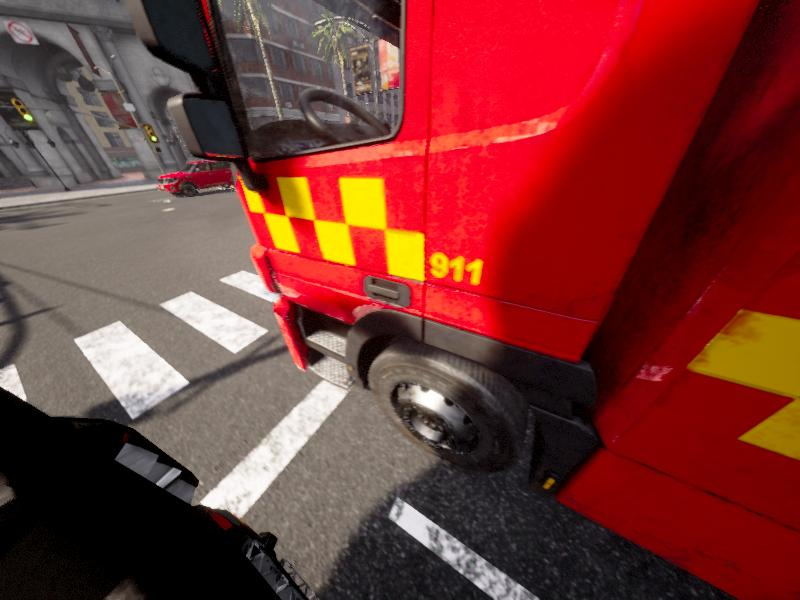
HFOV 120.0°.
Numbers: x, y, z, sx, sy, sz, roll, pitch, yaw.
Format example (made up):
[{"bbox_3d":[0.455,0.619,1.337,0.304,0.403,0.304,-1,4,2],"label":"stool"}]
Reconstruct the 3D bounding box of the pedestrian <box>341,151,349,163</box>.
[{"bbox_3d":[-10.003,-26.172,42.280,0.751,1.860,0.751,18,39,29],"label":"pedestrian"}]

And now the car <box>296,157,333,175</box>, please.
[{"bbox_3d":[-10.225,-16.225,27.874,1.789,1.549,3.705,16,38,26],"label":"car"}]

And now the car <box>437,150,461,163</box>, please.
[{"bbox_3d":[7.429,-21.663,34.856,1.994,1.385,4.181,18,39,29],"label":"car"}]

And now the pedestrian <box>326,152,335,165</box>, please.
[{"bbox_3d":[-11.834,-24.209,39.460,0.751,1.860,0.751,13,37,22],"label":"pedestrian"}]

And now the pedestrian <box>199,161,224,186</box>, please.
[{"bbox_3d":[-16.484,-11.062,20.249,0.751,1.860,0.751,9,35,18],"label":"pedestrian"}]

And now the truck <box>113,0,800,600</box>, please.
[{"bbox_3d":[3.074,-0.312,0.731,8.468,3.827,2.891,16,38,26],"label":"truck"}]

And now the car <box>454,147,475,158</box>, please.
[{"bbox_3d":[12.170,-27.815,43.556,3.988,1.617,1.851,-28,41,-33],"label":"car"}]

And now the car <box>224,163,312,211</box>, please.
[{"bbox_3d":[-6.773,-6.406,12.708,2.152,1.651,5.027,-5,33,-2],"label":"car"}]

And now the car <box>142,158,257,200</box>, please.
[{"bbox_3d":[-13.990,-8.928,16.707,2.150,2.045,5.566,16,38,26],"label":"car"}]

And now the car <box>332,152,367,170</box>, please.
[{"bbox_3d":[-6.951,-19.491,32.328,2.097,1.767,4.553,16,38,26],"label":"car"}]

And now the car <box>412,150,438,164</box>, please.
[{"bbox_3d":[3.919,-22.177,35.796,1.837,1.490,4.892,17,39,28],"label":"car"}]

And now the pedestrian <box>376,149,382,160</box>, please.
[{"bbox_3d":[-4.335,-29.902,47.465,0.751,1.860,0.751,24,42,34],"label":"pedestrian"}]

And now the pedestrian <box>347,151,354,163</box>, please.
[{"bbox_3d":[-9.185,-26.529,42.755,0.751,1.860,0.751,19,40,30],"label":"pedestrian"}]

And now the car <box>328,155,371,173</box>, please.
[{"bbox_3d":[-5.925,-16.589,28.060,1.801,1.575,5.366,16,38,26],"label":"car"}]
